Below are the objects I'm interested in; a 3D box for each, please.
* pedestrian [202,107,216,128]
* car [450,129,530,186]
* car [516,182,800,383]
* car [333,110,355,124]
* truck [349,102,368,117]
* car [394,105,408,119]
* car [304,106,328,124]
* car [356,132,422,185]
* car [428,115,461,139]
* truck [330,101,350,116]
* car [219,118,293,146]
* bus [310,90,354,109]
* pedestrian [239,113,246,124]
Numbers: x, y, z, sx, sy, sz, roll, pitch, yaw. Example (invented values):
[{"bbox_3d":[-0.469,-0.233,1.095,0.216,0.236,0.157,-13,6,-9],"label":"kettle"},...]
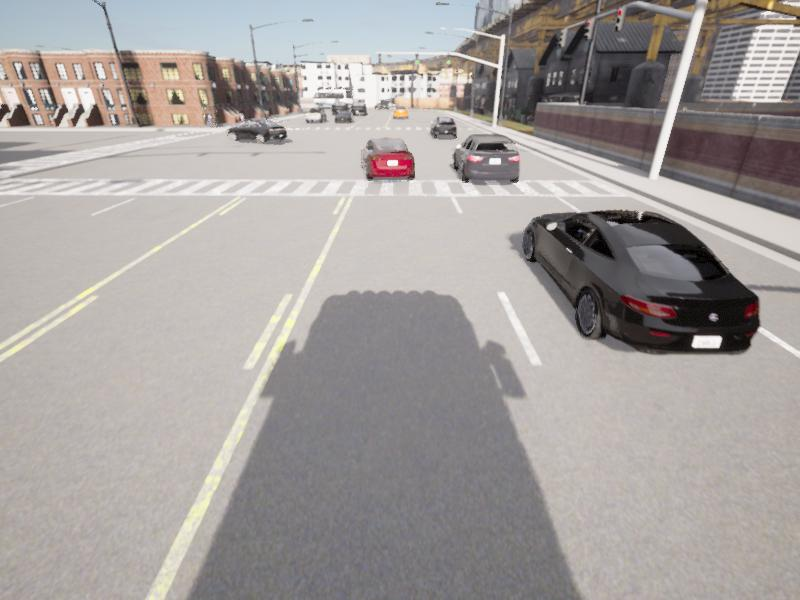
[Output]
[{"bbox_3d":[-18.860,-18.031,39.513,0.751,1.860,0.751,-3,27,-6],"label":"pedestrian"},{"bbox_3d":[3.521,-6.050,16.667,2.242,1.667,4.611,0,27,0],"label":"car"},{"bbox_3d":[3.486,-0.726,6.501,1.812,1.442,4.674,0,27,0],"label":"car"},{"bbox_3d":[-6.863,-22.643,49.456,1.994,1.385,4.181,0,27,0],"label":"car"},{"bbox_3d":[-6.805,-31.667,66.301,2.390,2.098,6.274,0,27,0],"label":"truck"},{"bbox_3d":[0.157,-27.879,59.230,2.097,1.767,4.553,0,27,0],"label":"car"},{"bbox_3d":[-10.364,-22.966,49.527,1.932,1.855,4.605,0,27,0],"label":"car"},{"bbox_3d":[-0.621,-6.166,17.102,2.163,1.488,4.792,-4,27,-8],"label":"car"},{"bbox_3d":[3.578,-14.256,32.896,2.128,1.511,4.902,0,27,0],"label":"car"},{"bbox_3d":[-10.296,-33.004,68.917,2.390,2.098,6.274,0,27,0],"label":"truck"},{"bbox_3d":[-10.328,-12.097,28.673,4.902,1.511,2.128,15,31,27],"label":"car"},{"bbox_3d":[-17.374,-51.038,101.825,10.273,4.253,3.944,11,29,21],"label":"bus"},{"bbox_3d":[-18.012,-20.787,45.741,0.500,1.100,0.500,-3,27,-5],"label":"pedestrian"}]
